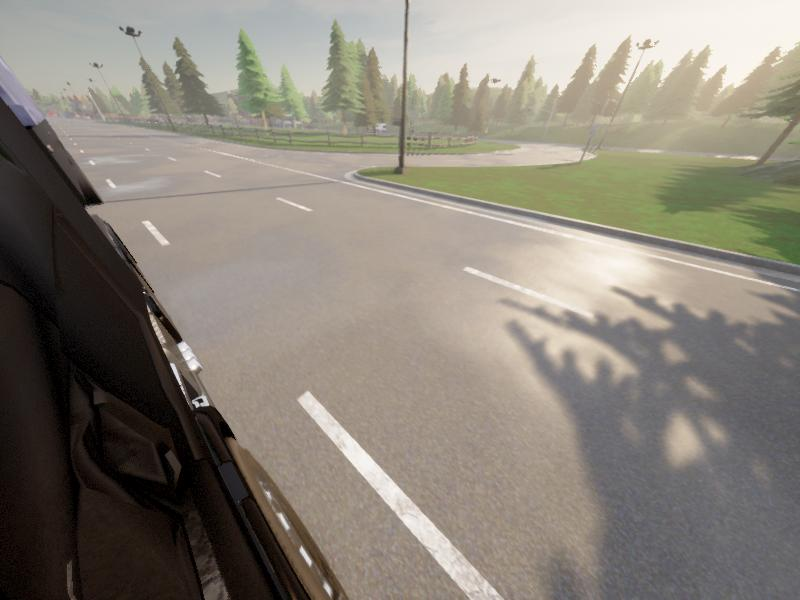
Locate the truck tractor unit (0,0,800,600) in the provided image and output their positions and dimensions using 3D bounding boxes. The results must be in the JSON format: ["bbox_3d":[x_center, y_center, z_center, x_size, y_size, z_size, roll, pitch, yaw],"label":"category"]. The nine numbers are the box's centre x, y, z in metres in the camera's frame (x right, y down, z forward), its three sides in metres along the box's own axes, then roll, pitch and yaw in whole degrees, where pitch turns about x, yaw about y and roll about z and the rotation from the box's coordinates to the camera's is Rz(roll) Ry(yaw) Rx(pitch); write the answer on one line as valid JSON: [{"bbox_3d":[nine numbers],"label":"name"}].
[{"bbox_3d":[-2.645,-0.295,0.351,6.516,4.208,3.053,28,44,30],"label":"truck tractor unit"}]

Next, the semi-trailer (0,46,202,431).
[{"bbox_3d":[-8.707,-3.588,4.235,14.254,4.402,2.717,28,44,30],"label":"semi-trailer"}]
